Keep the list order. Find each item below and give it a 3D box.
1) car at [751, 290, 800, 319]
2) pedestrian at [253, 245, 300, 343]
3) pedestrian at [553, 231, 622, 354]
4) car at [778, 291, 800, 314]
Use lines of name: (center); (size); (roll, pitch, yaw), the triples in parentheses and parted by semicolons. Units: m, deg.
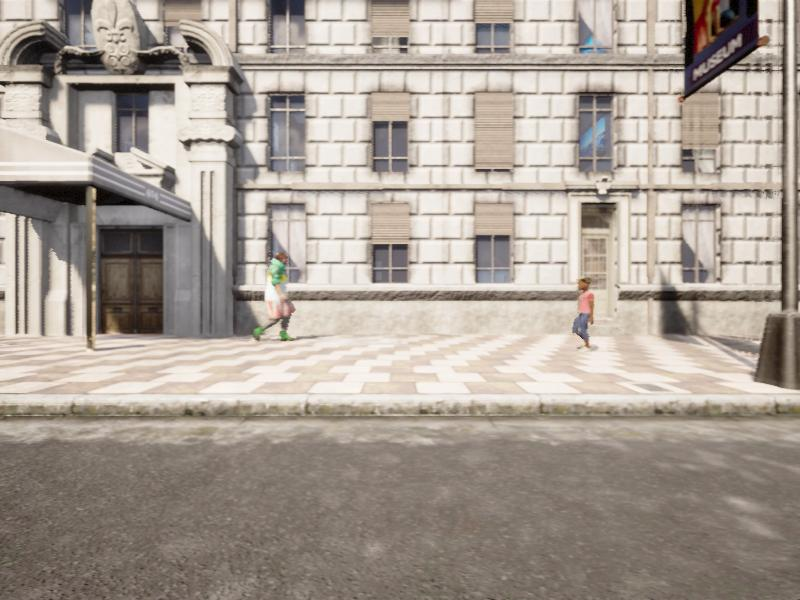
car: (21.420, 0.228, 21.011); (2.007, 1.525, 4.514); (0, 0, 0)
pedestrian: (-2.455, -0.115, 8.018); (0.751, 1.860, 0.751); (0, 0, -5)
pedestrian: (2.977, -0.115, 6.423); (0.751, 1.860, 0.751); (0, 0, -2)
car: (28.401, 0.201, 26.380); (1.801, 1.575, 5.366); (0, 0, 0)
